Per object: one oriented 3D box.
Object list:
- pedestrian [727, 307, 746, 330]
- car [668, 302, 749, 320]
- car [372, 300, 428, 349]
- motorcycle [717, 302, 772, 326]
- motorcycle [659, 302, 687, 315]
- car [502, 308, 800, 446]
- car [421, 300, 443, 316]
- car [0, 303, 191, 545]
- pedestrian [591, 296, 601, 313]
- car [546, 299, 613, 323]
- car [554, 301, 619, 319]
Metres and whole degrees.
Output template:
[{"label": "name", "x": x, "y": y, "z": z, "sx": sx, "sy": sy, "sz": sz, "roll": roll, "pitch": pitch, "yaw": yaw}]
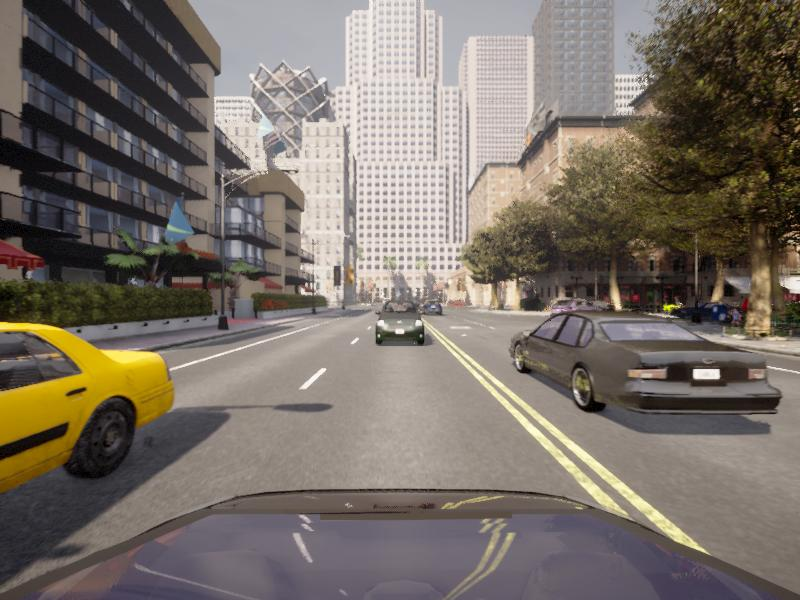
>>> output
[{"label": "pedestrian", "x": 16.438, "y": 0.873, "z": 19.537, "sx": 0.500, "sy": 1.100, "sz": 0.500, "roll": 0, "pitch": 0, "yaw": -15}, {"label": "car", "x": 26.240, "y": 0.909, "z": 34.133, "sx": 5.357, "sy": 1.411, "sz": 2.033, "roll": 0, "pitch": 0, "yaw": 0}, {"label": "car", "x": -0.002, "y": 0.795, "z": 15.171, "sx": 1.851, "sy": 1.617, "sz": 3.988, "roll": 0, "pitch": 0, "yaw": 0}, {"label": "motorcycle", "x": 20.935, "y": 0.830, "z": 24.379, "sx": 0.764, "sy": 1.277, "sz": 2.356, "roll": 12, "pitch": -6, "yaw": -29}, {"label": "motorcycle", "x": 27.377, "y": 0.875, "z": 40.148, "sx": 0.803, "sy": 1.145, "sz": 2.033, "roll": -11, "pitch": 6, "yaw": -29}, {"label": "car", "x": 3.502, "y": 0.898, "z": 7.079, "sx": 2.033, "sy": 1.411, "sz": 5.357, "roll": 0, "pitch": 0, "yaw": 0}, {"label": "car", "x": 3.490, "y": 0.795, "z": 43.934, "sx": 2.033, "sy": 1.649, "sz": 4.856, "roll": 0, "pitch": 0, "yaw": 0}, {"label": "car", "x": -3.502, "y": 0.806, "z": 2.304, "sx": 1.801, "sy": 1.575, "sz": 5.366, "roll": 0, "pitch": 0, "yaw": 0}, {"label": "pedestrian", "x": 21.191, "y": 0.503, "z": 43.258, "sx": 0.751, "sy": 1.860, "sz": 0.751, "roll": 0, "pitch": 0, "yaw": 1}, {"label": "car", "x": 13.181, "y": 0.790, "z": 29.305, "sx": 4.856, "sy": 1.649, "sz": 2.033, "roll": 0, "pitch": -1, "yaw": -31}, {"label": "car", "x": 16.270, "y": 0.866, "z": 35.152, "sx": 4.792, "sy": 1.488, "sz": 2.163, "roll": 0, "pitch": 0, "yaw": 14}]
